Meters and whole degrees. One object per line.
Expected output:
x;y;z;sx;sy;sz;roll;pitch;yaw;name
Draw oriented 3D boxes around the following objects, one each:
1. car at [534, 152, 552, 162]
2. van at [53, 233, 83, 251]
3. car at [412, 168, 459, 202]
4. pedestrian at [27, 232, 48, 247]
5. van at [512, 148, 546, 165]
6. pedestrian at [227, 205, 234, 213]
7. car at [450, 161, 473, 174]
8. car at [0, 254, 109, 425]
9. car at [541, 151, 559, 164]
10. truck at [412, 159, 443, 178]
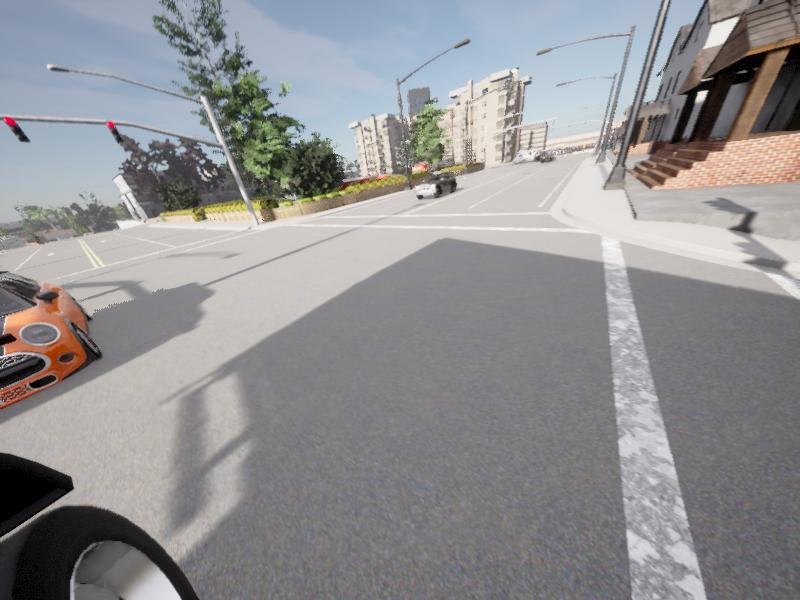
30.256;-30.302;49.038;1.851;1.617;3.988;-2;30;12;car
-73.352;-12.710;51.153;6.366;2.431;2.351;1;28;40;van
3.188;-9.847;19.685;1.932;1.855;4.605;13;36;34;car
-51.987;-8.684;33.129;0.751;1.860;0.751;16;38;38;pedestrian
29.887;-33.291;53.697;6.366;2.431;2.351;-6;29;6;van
-28.924;-15.509;39.371;0.500;1.100;0.500;-17;30;-15;pedestrian
16.341;-35.337;61.610;5.566;2.045;2.150;14;36;35;car
-7.572;0.551;4.123;4.553;1.767;2.097;13;36;34;car
28.260;-26.873;43.578;2.038;1.542;4.974;13;35;34;car
7.940;-38.129;67.135;8.468;3.827;2.891;14;36;35;truck
